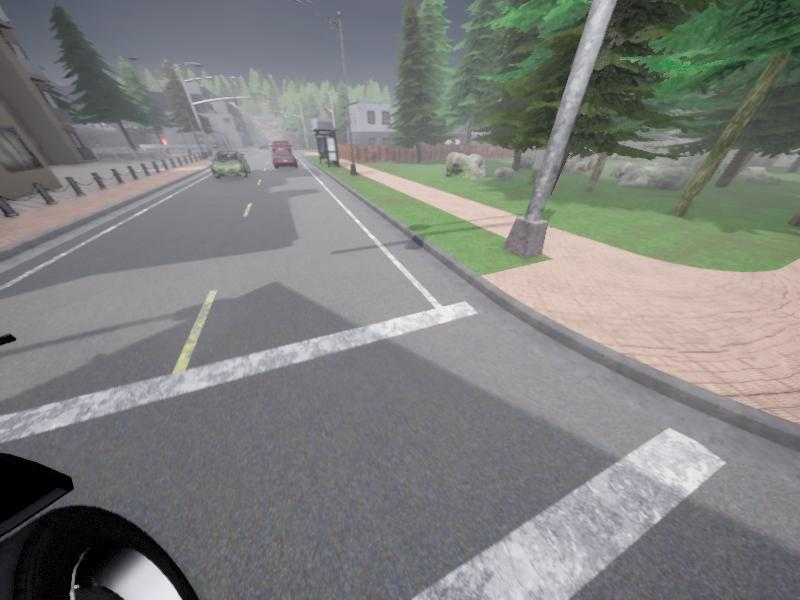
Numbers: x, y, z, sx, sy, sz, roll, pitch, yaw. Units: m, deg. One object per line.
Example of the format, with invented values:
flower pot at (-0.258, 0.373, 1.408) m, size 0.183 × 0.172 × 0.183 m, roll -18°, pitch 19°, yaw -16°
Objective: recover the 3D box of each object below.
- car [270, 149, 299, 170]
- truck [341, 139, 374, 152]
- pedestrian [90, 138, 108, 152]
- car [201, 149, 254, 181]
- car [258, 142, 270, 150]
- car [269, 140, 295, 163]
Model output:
car at (-10.775, -13.172, 21.522) m, size 1.994 × 1.385 × 4.181 m, roll -13°, pitch 37°, yaw -19°
truck at (-8.939, -32.484, 48.614) m, size 6.274 × 2.098 × 2.390 m, roll -19°, pitch 39°, yaw -26°
pedestrian at (-47.462, -24.449, 36.409) m, size 0.751 × 1.860 × 0.751 m, roll -15°, pitch 38°, yaw -21°
car at (-11.767, -9.511, 16.109) m, size 2.007 × 1.525 × 4.514 m, roll -13°, pitch 37°, yaw -19°
car at (-31.365, -35.613, 53.415) m, size 1.994 × 1.385 × 4.181 m, roll -13°, pitch 37°, yaw -19°
car at (-13.933, -17.671, 27.338) m, size 2.150 × 2.045 × 5.566 m, roll -13°, pitch 37°, yaw -19°
